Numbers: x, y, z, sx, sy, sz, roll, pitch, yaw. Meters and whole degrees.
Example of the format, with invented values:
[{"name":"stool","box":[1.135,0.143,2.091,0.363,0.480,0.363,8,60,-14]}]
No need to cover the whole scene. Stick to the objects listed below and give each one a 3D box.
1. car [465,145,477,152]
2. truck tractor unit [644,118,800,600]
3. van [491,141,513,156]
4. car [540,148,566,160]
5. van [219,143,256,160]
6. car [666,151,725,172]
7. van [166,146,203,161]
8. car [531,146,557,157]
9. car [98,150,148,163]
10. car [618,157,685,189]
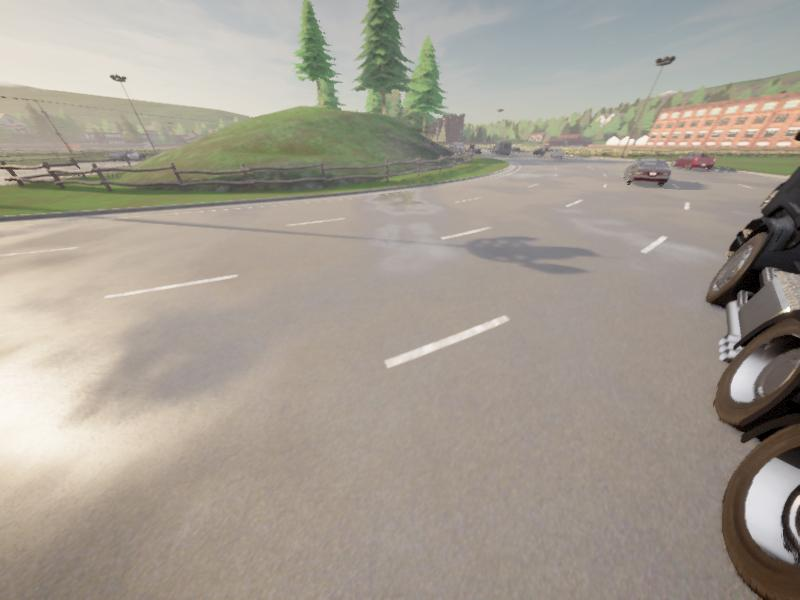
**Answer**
[{"name":"car","box":[21.135,-45.218,68.906,1.905,1.878,3.866,-1,34,-1]},{"name":"truck tractor unit","box":[4.844,-0.504,1.088,6.516,4.208,3.053,-28,43,-34]},{"name":"van","box":[21.787,-32.558,49.675,1.988,2.561,5.915,-1,34,-1]},{"name":"car","box":[25.540,-24.459,38.632,1.845,1.501,3.633,0,34,0]},{"name":"van","box":[-29.590,-27.418,42.476,2.351,2.431,6.366,-1,34,-2]},{"name":"car","box":[29.146,-13.855,23.007,1.845,1.501,3.633,12,36,15]},{"name":"van","box":[-36.447,-24.938,39.255,1.775,1.987,4.442,-1,34,-2]},{"name":"car","box":[28.901,-29.986,46.625,2.242,1.667,4.611,-1,34,-1]},{"name":"car","box":[-43.320,-22.686,36.383,2.038,1.542,4.974,-1,34,-2]},{"name":"car","box":[16.715,-8.772,15.710,2.033,1.411,5.357,21,40,28]}]
